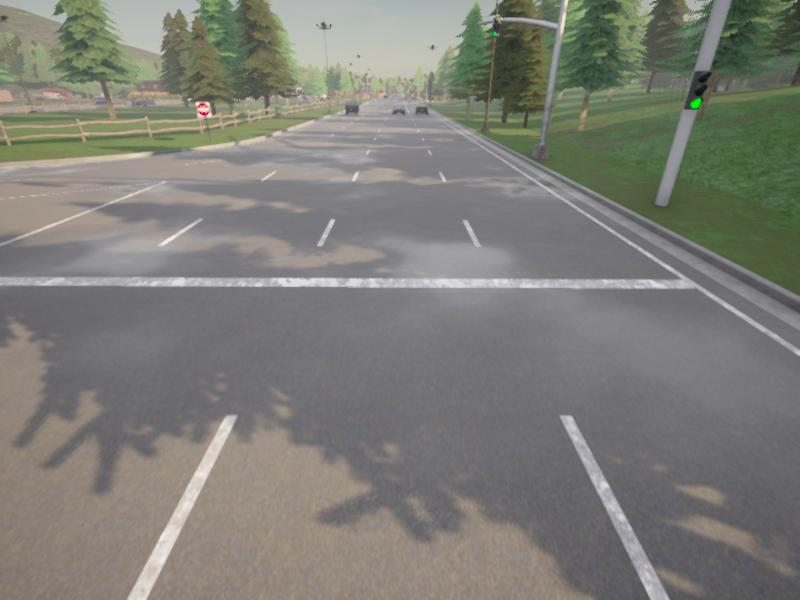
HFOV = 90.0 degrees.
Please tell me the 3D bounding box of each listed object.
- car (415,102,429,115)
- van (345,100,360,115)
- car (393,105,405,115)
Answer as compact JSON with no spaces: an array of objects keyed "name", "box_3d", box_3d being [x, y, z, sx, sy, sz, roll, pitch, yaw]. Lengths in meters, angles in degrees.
[{"name":"car","box_3d":[3.337,-29.850,62.335,1.930,1.638,5.238,0,27,0]},{"name":"van","box_3d":[-7.157,-29.128,60.475,1.775,1.987,4.442,0,27,0]},{"name":"car","box_3d":[-0.162,-29.329,61.662,1.895,1.301,4.718,0,27,0]}]
